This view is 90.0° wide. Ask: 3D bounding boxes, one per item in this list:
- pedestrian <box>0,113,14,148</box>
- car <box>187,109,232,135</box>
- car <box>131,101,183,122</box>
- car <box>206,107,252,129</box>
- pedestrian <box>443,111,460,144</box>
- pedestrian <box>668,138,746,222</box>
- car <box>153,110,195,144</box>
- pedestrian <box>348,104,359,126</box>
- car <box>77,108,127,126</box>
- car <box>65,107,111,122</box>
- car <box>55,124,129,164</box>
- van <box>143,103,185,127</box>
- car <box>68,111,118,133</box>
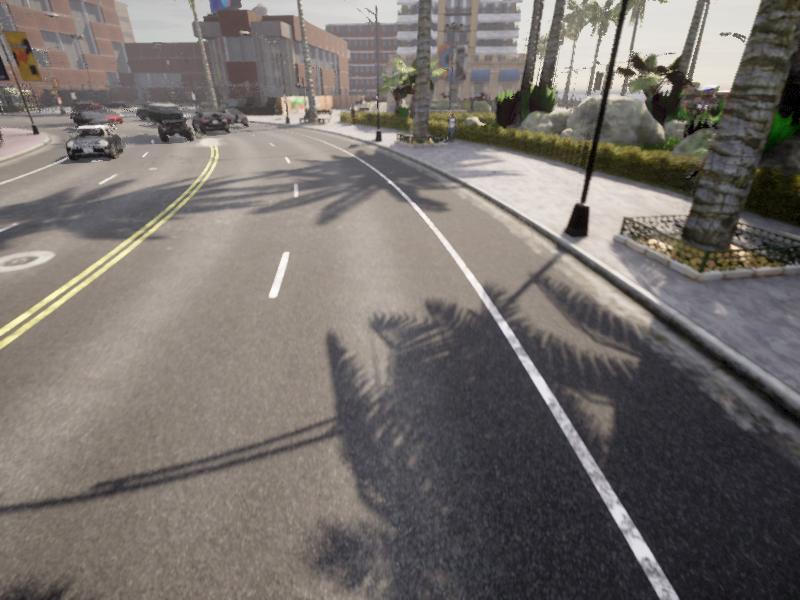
[{"bbox_3d":[-22.728,-9.574,22.519,0.751,1.860,0.751,-14,31,-25],"label":"pedestrian"},{"bbox_3d":[-16.139,-15.095,33.808,2.242,1.667,4.611,-18,33,-31],"label":"car"},{"bbox_3d":[-28.531,-22.149,46.951,5.566,2.045,2.150,14,30,25],"label":"car"},{"bbox_3d":[-16.858,-17.901,39.273,2.152,1.651,5.027,-23,35,-38],"label":"car"},{"bbox_3d":[3.219,-10.790,25.013,0.751,1.860,0.751,-7,28,-13],"label":"pedestrian"},{"bbox_3d":[7.589,-2.985,9.967,0.751,1.860,0.751,-6,28,-12],"label":"pedestrian"},{"bbox_3d":[-15.587,-11.980,27.554,1.905,1.878,3.866,-15,31,-27],"label":"car"},{"bbox_3d":[-4.441,-17.620,38.157,0.751,1.860,0.751,-14,30,-25],"label":"pedestrian"},{"bbox_3d":[-30.539,-18.813,41.061,4.514,1.525,2.007,15,31,26],"label":"car"},{"bbox_3d":[-36.476,-21.716,46.803,4.181,1.385,1.994,11,29,19],"label":"car"},{"bbox_3d":[-15.583,-8.088,20.490,1.970,1.475,3.806,-11,29,-20],"label":"car"},{"bbox_3d":[-23.990,-18.847,40.664,4.442,1.987,1.775,21,34,34],"label":"van"},{"bbox_3d":[-26.974,-15.698,35.099,4.892,1.490,1.837,20,33,33],"label":"car"}]
